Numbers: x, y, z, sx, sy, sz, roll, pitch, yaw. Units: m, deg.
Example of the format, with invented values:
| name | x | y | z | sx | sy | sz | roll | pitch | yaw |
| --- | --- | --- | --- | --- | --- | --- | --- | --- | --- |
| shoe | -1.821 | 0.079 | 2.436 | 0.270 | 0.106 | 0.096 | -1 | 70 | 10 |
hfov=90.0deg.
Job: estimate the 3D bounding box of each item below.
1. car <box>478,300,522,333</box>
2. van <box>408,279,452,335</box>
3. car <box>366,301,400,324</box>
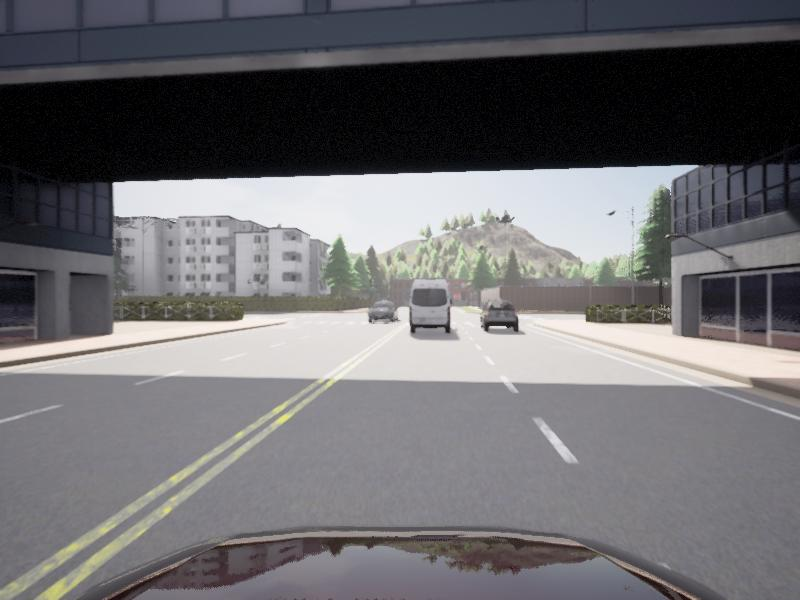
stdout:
| name | x | y | z | sx | sy | sz | roll | pitch | yaw |
| --- | --- | --- | --- | --- | --- | --- | --- | --- | --- |
| car | 5.236 | 0.788 | 21.463 | 1.851 | 1.617 | 3.988 | 0 | 0 | 7 |
| van | 1.628 | 0.321 | 21.114 | 1.988 | 2.561 | 5.915 | 0 | 0 | 6 |
| car | -1.163 | 0.842 | 29.199 | 1.837 | 1.490 | 4.892 | 0 | 0 | 5 |
